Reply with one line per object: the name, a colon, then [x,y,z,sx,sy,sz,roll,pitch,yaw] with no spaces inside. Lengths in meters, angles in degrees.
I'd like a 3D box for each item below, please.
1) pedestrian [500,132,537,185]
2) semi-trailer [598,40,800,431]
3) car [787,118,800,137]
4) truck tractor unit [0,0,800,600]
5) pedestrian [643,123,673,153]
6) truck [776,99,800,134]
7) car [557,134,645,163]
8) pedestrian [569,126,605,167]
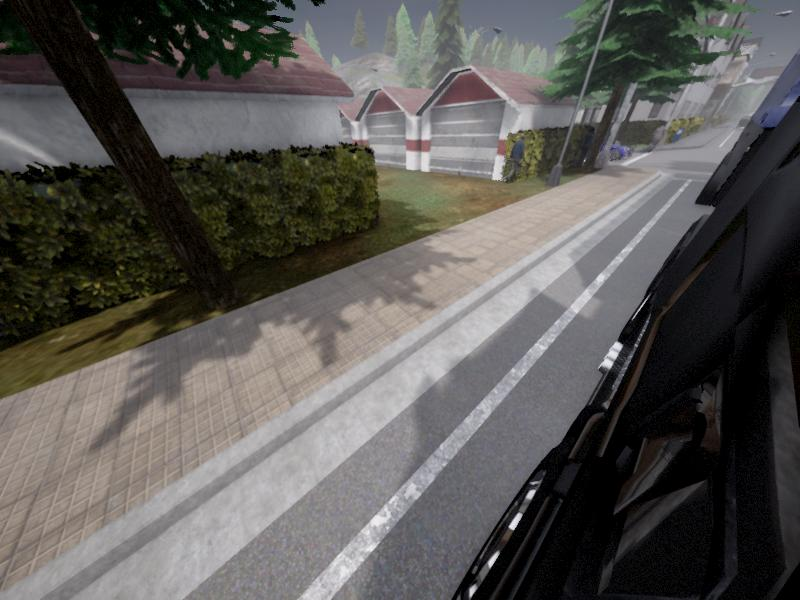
pedestrian: [5.052,-6.080,9.947,0.751,1.860,0.751,-25,42,-27]
semi-trailer: [8.681,-3.607,4.260,14.254,4.402,2.717,-28,44,-30]
car: [43.340,-18.206,24.252,4.974,1.542,2.038,-28,44,-30]
truck tractor unit: [2.645,-0.295,0.351,6.516,4.208,3.053,-28,44,-30]
pedestrian: [19.773,-12.429,17.743,0.751,1.860,0.751,-27,43,-29]
truck: [50.105,-22.755,28.044,8.468,3.827,2.891,-28,44,-30]
car: [14.064,-10.859,16.465,1.816,1.474,4.193,-28,43,-30]
pedestrian: [10.651,-8.745,13.211,0.751,1.860,0.751,-20,40,-22]
